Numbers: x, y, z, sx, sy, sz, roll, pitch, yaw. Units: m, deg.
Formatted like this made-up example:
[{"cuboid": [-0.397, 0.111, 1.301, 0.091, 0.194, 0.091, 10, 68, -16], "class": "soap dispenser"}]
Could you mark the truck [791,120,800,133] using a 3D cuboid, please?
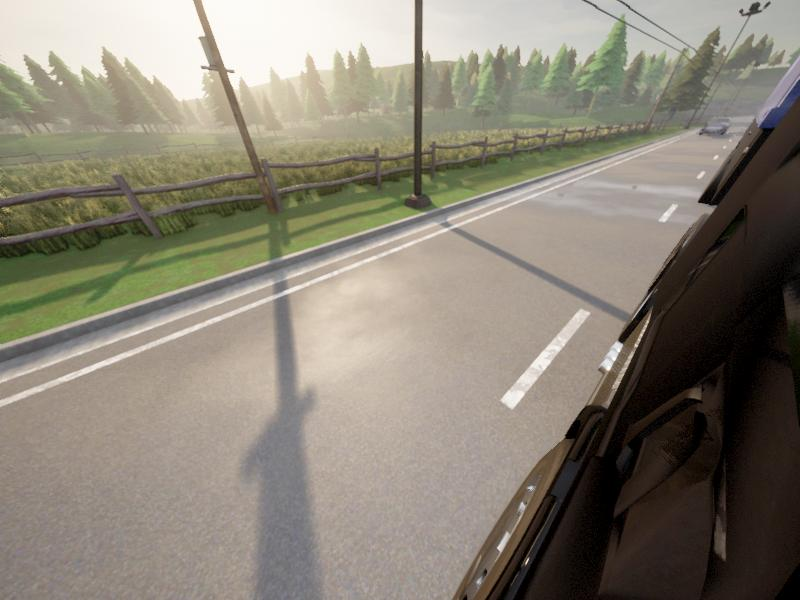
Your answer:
[{"cuboid": [43.960, -18.871, 23.781, 5.204, 2.467, 2.627, -28, 43, -30], "class": "truck"}]

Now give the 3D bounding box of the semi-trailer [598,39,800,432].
[{"cuboid": [8.696, -3.618, 4.213, 14.254, 4.402, 2.717, -28, 44, -30], "class": "semi-trailer"}]

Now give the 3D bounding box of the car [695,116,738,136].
[{"cuboid": [35.189, -19.321, 25.654, 4.856, 1.649, 2.033, -28, 44, -30], "class": "car"}]

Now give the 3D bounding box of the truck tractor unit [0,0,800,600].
[{"cuboid": [2.645, -0.295, 0.351, 6.516, 4.208, 3.053, -28, 44, -30], "class": "truck tractor unit"}]
